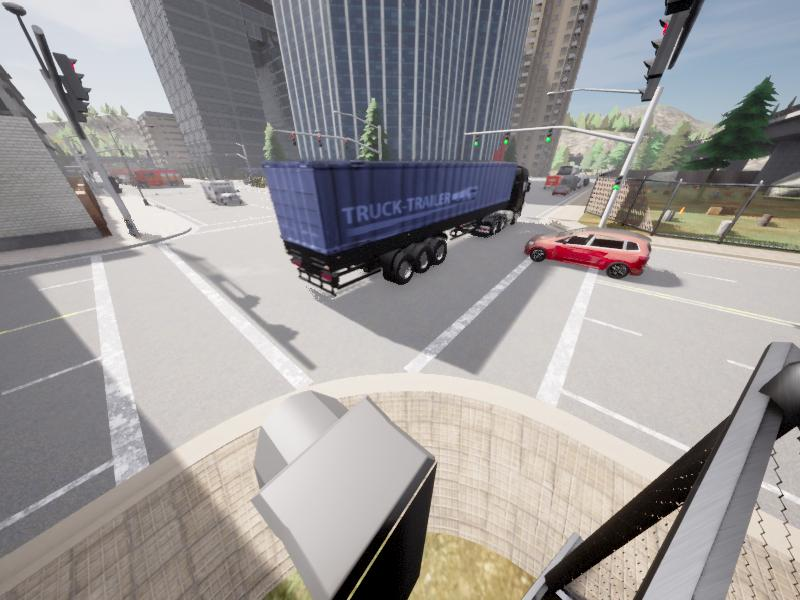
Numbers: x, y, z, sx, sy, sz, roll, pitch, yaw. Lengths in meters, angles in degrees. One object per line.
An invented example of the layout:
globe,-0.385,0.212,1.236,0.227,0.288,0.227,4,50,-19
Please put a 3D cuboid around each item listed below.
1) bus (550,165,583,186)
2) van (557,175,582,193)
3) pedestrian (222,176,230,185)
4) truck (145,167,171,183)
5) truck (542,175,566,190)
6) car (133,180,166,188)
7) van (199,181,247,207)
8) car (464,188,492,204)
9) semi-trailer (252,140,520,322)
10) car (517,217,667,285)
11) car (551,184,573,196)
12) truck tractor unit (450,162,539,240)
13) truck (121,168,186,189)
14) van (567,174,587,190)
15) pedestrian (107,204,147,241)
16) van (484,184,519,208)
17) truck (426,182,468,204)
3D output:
bus,40.751,-30.461,56.402,3.944,4.253,10.273,23,37,34
van,30.940,-21.257,42.174,1.988,2.561,5.915,25,39,37
pedestrian,-44.444,-30.538,58.991,0.751,1.860,0.751,12,32,19
truck,-69.999,-36.109,66.715,8.468,3.827,2.891,23,37,34
truck,31.522,-24.078,47.156,2.627,2.467,5.204,23,38,34
car,-55.952,-25.987,51.711,1.895,1.301,4.718,22,37,33
van,-21.625,-13.020,28.129,6.366,2.431,2.351,23,37,34
car,10.164,-13.647,30.058,1.816,1.474,4.193,23,37,34
semi-trailer,1.709,-4.419,11.177,2.717,4.402,14.254,23,37,34
car,8.359,-2.468,10.590,4.611,1.667,2.242,23,37,33
car,25.950,-17.573,36.963,1.994,1.385,4.181,23,37,34
truck tractor unit,6.792,-7.364,16.479,3.053,4.208,6.516,23,37,34
truck,-52.659,-26.339,49.794,2.891,3.827,8.468,22,37,33
van,36.526,-24.377,47.580,1.988,2.561,5.915,23,37,34
pedestrian,-15.963,-4.539,13.546,0.751,1.860,0.751,20,35,30
van,11.892,-12.198,26.989,2.069,2.038,4.480,23,37,34
truck,6.327,-14.354,30.659,2.390,2.098,6.274,23,37,34
